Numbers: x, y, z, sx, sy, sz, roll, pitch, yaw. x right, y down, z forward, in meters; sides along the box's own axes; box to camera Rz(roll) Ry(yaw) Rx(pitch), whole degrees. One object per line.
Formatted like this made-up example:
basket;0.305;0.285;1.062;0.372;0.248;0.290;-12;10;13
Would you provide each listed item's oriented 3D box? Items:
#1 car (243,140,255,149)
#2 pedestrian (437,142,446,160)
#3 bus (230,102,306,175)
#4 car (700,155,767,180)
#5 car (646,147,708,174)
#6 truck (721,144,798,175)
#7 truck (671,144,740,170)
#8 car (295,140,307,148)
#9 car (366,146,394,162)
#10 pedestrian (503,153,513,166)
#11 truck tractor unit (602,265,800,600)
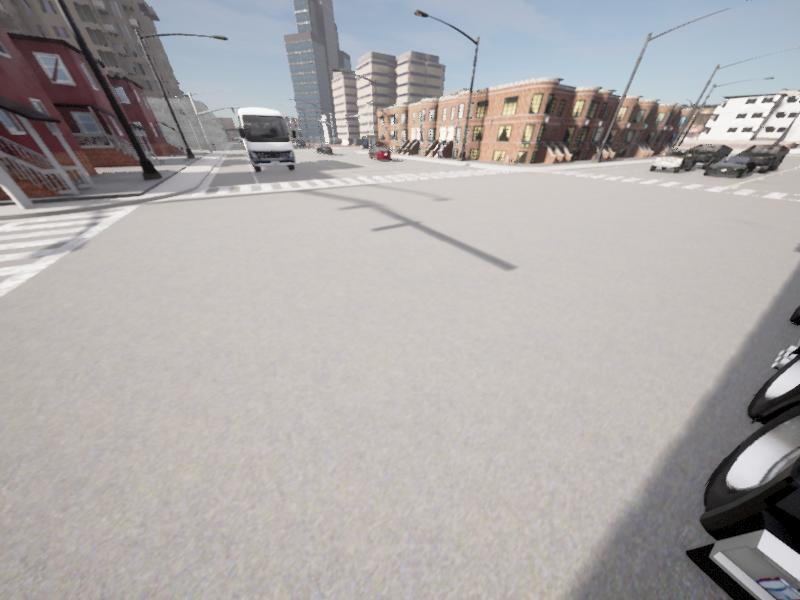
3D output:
car;-40.775;-42.049;62.328;2.150;2.045;5.566;-18;39;-24
pedestrian;5.341;-19.219;29.783;0.751;1.860;0.751;-11;36;-16
bus;-12.178;-14.509;21.048;3.944;4.253;10.273;-18;39;-24
car;26.407;-10.589;18.314;4.181;1.385;1.994;-18;39;-24
car;24.842;-12.596;20.740;4.605;1.855;1.932;-18;39;-24
truck;33.091;-13.042;21.271;6.274;2.098;2.390;-18;39;-24
truck;31.505;-14.833;23.833;6.274;2.098;2.390;-18;39;-24
car;-29.981;-47.318;70.016;2.150;2.045;5.566;-18;39;-24
car;-2.664;-19.142;30.234;2.163;1.488;4.792;-13;37;-19
pedestrian;10.883;-14.268;23.383;0.500;1.100;0.500;-2;35;-3
truck tractor unit;5.111;-0.298;0.787;6.516;4.208;3.053;-18;39;-24
